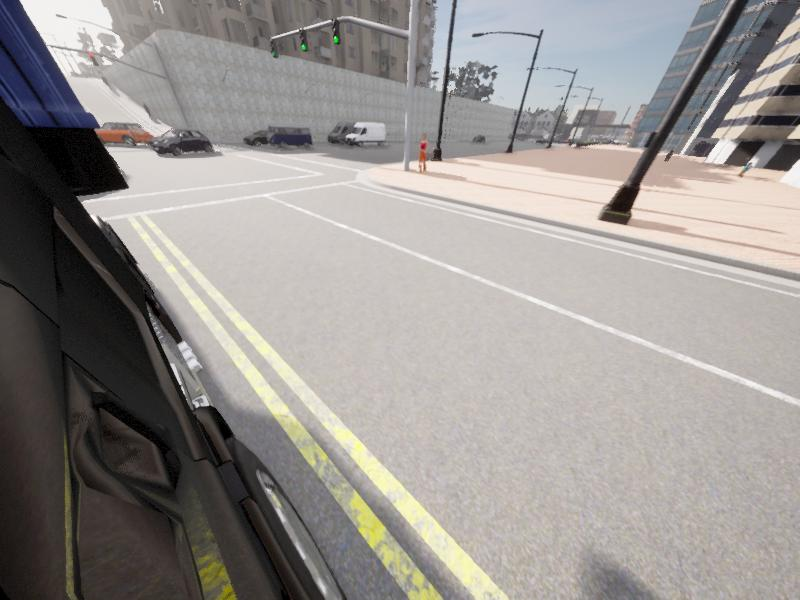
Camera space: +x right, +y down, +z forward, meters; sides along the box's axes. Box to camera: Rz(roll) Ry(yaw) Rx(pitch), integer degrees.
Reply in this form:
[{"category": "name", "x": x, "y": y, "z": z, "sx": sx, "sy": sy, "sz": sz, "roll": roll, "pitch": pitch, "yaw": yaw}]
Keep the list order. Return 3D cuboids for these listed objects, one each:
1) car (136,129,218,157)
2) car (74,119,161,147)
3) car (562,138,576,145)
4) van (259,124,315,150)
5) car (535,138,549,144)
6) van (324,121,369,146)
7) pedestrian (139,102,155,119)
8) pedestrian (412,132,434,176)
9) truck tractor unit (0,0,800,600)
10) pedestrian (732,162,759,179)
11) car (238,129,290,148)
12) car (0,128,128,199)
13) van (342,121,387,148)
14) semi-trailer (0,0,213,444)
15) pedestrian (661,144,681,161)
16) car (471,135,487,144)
[{"category": "car", "x": -15.893, "y": -11.454, "z": 16.760, "sx": 1.845, "sy": 1.501, "sz": 3.633, "roll": 10, "pitch": 37, "yaw": 11}, {"category": "car", "x": -24.684, "y": -14.704, "z": 20.362, "sx": 4.553, "sy": 1.767, "sz": 2.097, "roll": 5, "pitch": 36, "yaw": 3}, {"category": "car", "x": 52.832, "y": -49.552, "z": 72.107, "sx": 4.514, "sy": 1.525, "sz": 2.007, "roll": -28, "pitch": 46, "yaw": -34}, {"category": "van", "x": -11.264, "y": -16.514, "z": 23.446, "sx": 1.775, "sy": 1.987, "sz": 4.442, "roll": 28, "pitch": 43, "yaw": 30}, {"category": "car", "x": 39.021, "y": -43.688, "z": 63.524, "sx": 1.895, "sy": 1.301, "sz": 4.718, "roll": 28, "pitch": 44, "yaw": 30}, {"category": "van", "x": -7.142, "y": -22.762, "z": 31.614, "sx": 1.988, "sy": 2.561, "sz": 5.915, "roll": 28, "pitch": 44, "yaw": 30}, {"category": "pedestrian", "x": -36.509, "y": -27.378, "z": 33.355, "sx": 0.751, "sy": 1.860, "sz": 0.751, "roll": 23, "pitch": 41, "yaw": 25}, {"category": "pedestrian", "x": 1.219, "y": -7.717, "z": 12.232, "sx": 0.751, "sy": 1.860, "sz": 0.751, "roll": 19, "pitch": 40, "yaw": 21}, {"category": "truck tractor unit", "x": -2.645, "y": -0.295, "z": 0.351, "sx": 6.516, "sy": 4.208, "sz": 3.053, "roll": 28, "pitch": 44, "yaw": 30}, {"category": "pedestrian", "x": 27.204, "y": -10.230, "z": 18.202, "sx": 0.500, "sy": 1.100, "sz": 0.500, "roll": -3, "pitch": 37, "yaw": -7}, {"category": "car", "x": -14.498, "y": -17.400, "z": 24.864, "sx": 1.816, "sy": 1.474, "sz": 4.193, "roll": 28, "pitch": 44, "yaw": 30}, {"category": "car", "x": -12.635, "y": -5.279, "z": 8.601, "sx": 2.033, "sy": 1.649, "sz": 4.856, "roll": -20, "pitch": 42, "yaw": -27}, {"category": "van", "x": -4.404, "y": -21.381, "z": 29.927, "sx": 1.988, "sy": 2.561, "sz": 5.915, "roll": 28, "pitch": 44, "yaw": 30}, {"category": "semi-trailer", "x": -9.937, "y": -2.170, "z": 2.245, "sx": 14.254, "sy": 4.402, "sz": 2.717, "roll": 10, "pitch": 37, "yaw": 9}, {"category": "pedestrian", "x": 35.104, "y": -19.095, "z": 29.909, "sx": 0.751, "sy": 1.860, "sz": 0.751, "roll": 23, "pitch": 41, "yaw": 25}, {"category": "car", "x": 17.688, "y": -35.872, "z": 51.532, "sx": 1.789, "sy": 1.549, "sz": 3.705, "roll": 28, "pitch": 44, "yaw": 30}]
